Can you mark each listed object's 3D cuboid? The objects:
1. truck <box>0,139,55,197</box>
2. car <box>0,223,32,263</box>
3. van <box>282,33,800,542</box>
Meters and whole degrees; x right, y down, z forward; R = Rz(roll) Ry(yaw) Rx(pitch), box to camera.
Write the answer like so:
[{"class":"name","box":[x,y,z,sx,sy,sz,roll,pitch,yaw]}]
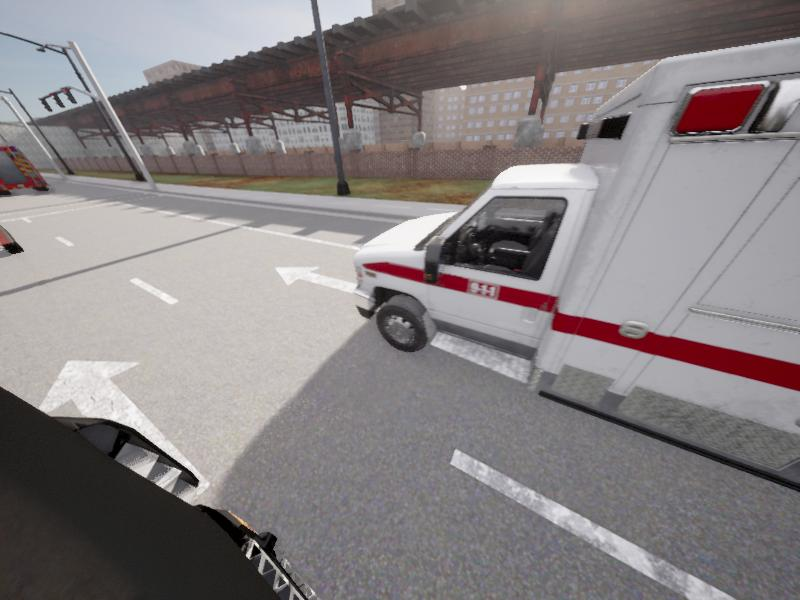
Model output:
[{"class":"truck","box":[-35.340,-11.638,20.268,8.468,3.827,2.891,16,38,24]},{"class":"car","box":[-13.518,-2.083,6.655,5.027,1.651,2.152,16,38,26]},{"class":"van","box":[2.494,-0.225,1.909,6.366,2.431,2.351,15,38,26]}]
